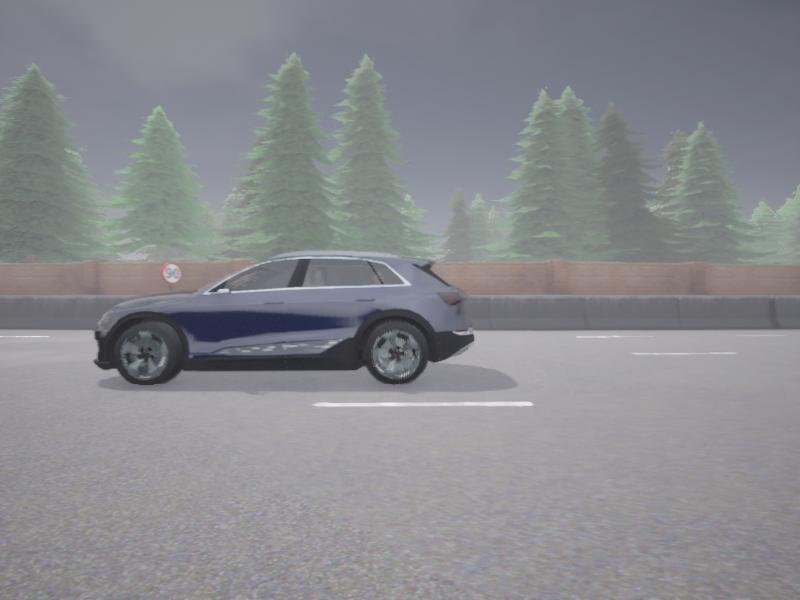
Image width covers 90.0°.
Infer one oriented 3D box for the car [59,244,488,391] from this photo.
[{"bbox_3d":[-1.429,0.188,5.553,4.856,1.649,2.033,0,0,0],"label":"car"}]
